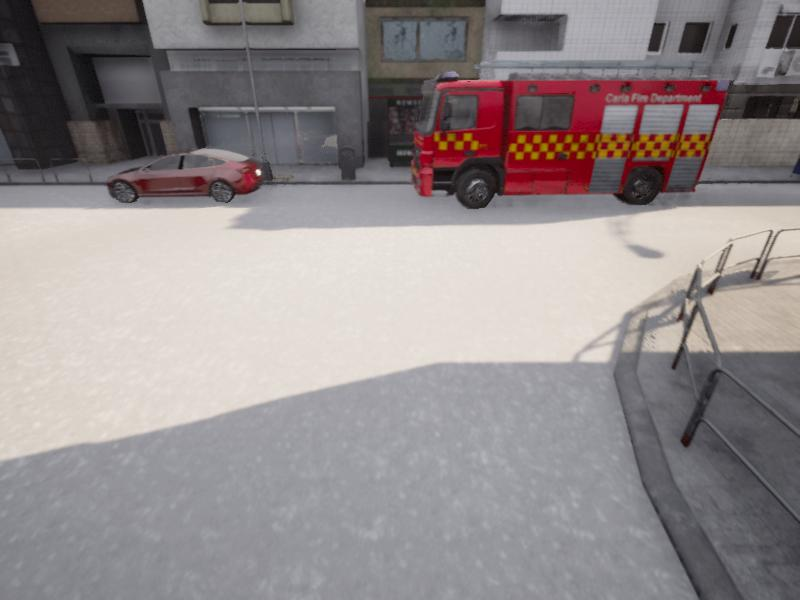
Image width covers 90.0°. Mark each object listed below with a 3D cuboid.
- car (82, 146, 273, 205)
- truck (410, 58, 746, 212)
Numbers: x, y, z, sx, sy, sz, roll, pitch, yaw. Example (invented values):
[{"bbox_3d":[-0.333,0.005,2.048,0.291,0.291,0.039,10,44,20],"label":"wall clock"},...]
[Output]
[{"bbox_3d":[-6.926,-4.094,13.017,4.792,1.488,2.163,0,27,0],"label":"car"},{"bbox_3d":[4.677,-5.067,12.287,8.468,3.827,2.891,-2,27,-4],"label":"truck"}]
